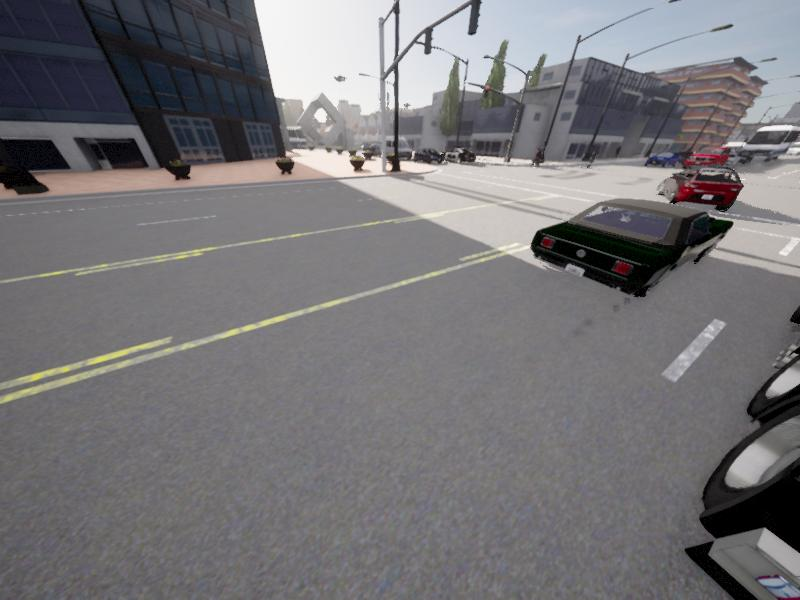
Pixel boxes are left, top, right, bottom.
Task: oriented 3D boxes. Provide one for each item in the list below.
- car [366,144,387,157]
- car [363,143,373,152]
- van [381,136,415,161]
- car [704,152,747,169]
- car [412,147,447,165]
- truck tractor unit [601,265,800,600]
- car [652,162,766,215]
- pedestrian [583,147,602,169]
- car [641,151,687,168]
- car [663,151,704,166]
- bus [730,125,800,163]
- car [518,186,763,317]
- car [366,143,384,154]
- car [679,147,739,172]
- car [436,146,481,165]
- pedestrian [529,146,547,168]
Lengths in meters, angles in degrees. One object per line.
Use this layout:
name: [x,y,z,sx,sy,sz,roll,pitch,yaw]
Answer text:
car: [-3.754,-23.692,36.547,1.845,1.501,3.633,-18,39,-25]
car: [-7.018,-33.394,50.537,1.816,1.474,4.193,-7,35,-11]
van: [-0.390,-20.767,31.527,1.988,2.561,5.915,-17,39,-24]
car: [39.472,-16.969,27.998,4.674,1.442,1.812,-18,39,-24]
car: [3.278,-16.575,26.507,1.816,1.474,4.193,-17,39,-24]
truck tractor unit: [5.116,-0.294,0.776,6.516,4.208,3.053,-18,39,-24]
car: [13.256,-5.147,10.317,1.816,1.474,4.193,23,40,28]
pedestrian: [19.462,-14.342,23.376,0.751,1.860,0.751,16,37,20]
car: [31.374,-16.730,27.421,5.008,1.535,1.882,-18,39,-25]
car: [36.998,-18.501,30.121,4.892,1.490,1.837,-18,39,-24]
bus: [55.913,-23.528,34.767,10.273,4.253,3.944,-19,39,-24]
car: [5.079,-1.393,4.913,4.718,1.301,1.895,-18,39,-24]
car: [-4.871,-29.555,44.900,1.930,1.638,5.238,-13,37,-20]
car: [33.145,-15.194,24.799,5.566,2.045,2.150,-18,39,-24]
car: [6.720,-17.130,27.266,1.930,1.638,5.238,-17,39,-24]
pedestrian: [13.790,-14.325,23.188,0.751,1.860,0.751,-2,35,-4]
